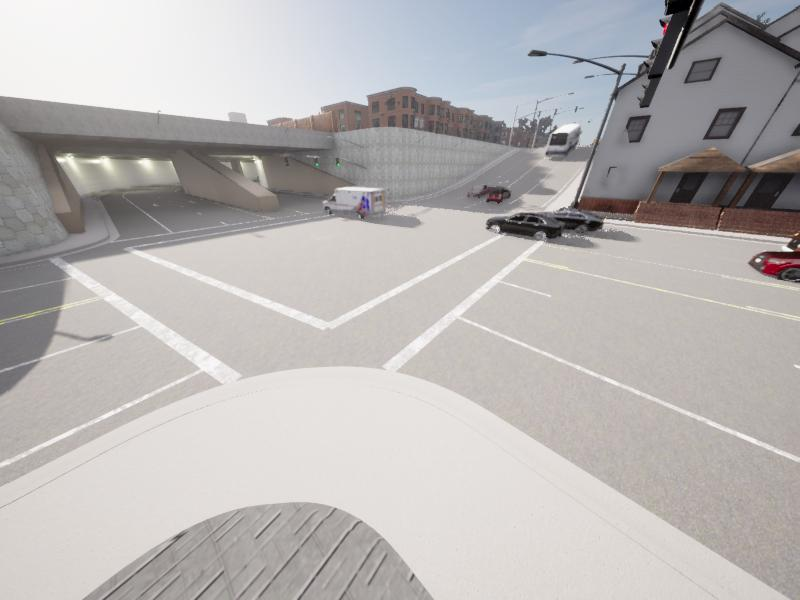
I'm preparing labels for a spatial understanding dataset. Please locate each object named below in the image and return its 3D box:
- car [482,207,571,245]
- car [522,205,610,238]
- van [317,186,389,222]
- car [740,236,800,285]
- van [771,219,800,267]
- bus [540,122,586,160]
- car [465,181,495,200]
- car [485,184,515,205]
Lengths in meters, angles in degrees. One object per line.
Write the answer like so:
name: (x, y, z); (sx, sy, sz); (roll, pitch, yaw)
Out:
car: (8.501, -5.214, 15.901); (4.892, 1.490, 1.837); (23, 37, 33)
car: (12.168, -5.994, 17.222); (4.902, 1.511, 2.128); (22, 36, 34)
van: (-4.394, -9.121, 21.681); (6.366, 2.431, 2.351); (15, 33, 24)
car: (17.575, -1.260, 9.125); (4.181, 1.385, 1.994); (24, 38, 35)
van: (21.279, -2.252, 10.168); (4.480, 2.038, 2.069); (24, 38, 35)
bus: (30.937, -30.123, 43.732); (3.944, 4.253, 10.273); (24, 51, 34)
car: (11.124, -15.225, 32.043); (1.812, 1.442, 4.674); (25, 45, 36)
car: (12.540, -13.310, 28.961); (1.851, 1.617, 3.988); (24, 43, 35)
